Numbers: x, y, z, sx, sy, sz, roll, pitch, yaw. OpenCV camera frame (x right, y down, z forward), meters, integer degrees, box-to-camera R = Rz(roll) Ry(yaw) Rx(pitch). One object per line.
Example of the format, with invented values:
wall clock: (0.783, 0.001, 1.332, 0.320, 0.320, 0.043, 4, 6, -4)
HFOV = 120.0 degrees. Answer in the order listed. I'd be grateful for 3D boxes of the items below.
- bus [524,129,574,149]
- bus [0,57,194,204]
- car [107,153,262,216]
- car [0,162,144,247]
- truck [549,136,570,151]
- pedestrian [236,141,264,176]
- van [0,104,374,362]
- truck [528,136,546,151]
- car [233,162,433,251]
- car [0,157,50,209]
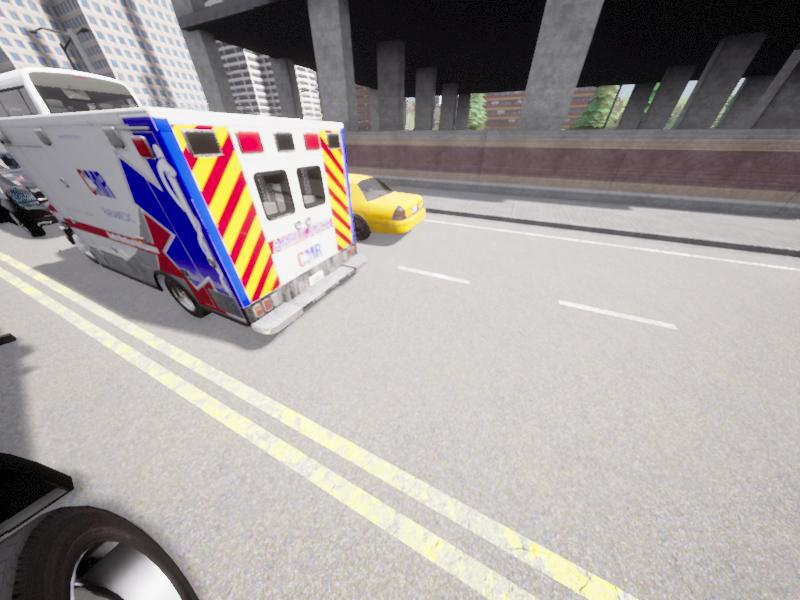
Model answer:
bus: (40.074, -43.694, 62.640, 10.273, 4.253, 3.944, 15, 38, 20)
bus: (-16.459, -7.889, 11.348, 10.273, 4.253, 3.944, 15, 38, 20)
car: (-8.367, -4.732, 9.154, 4.611, 1.667, 2.242, 15, 38, 20)
car: (-10.798, -3.102, 6.958, 4.902, 1.511, 2.128, 15, 38, 20)
truck: (33.421, -32.894, 48.514, 2.615, 2.467, 5.204, 15, 38, 20)
pedestrian: (-9.757, -9.238, 15.082, 0.751, 1.860, 0.751, 15, 38, 20)
van: (-3.894, -1.622, 4.101, 6.366, 2.431, 2.351, 15, 38, 20)
truck: (29.513, -33.952, 49.993, 2.615, 2.467, 5.204, 15, 38, 20)
car: (-1.940, -2.966, 6.763, 5.366, 1.575, 1.801, 15, 38, 20)
car: (-16.631, -4.689, 9.141, 3.705, 1.549, 1.789, 15, 38, 20)
